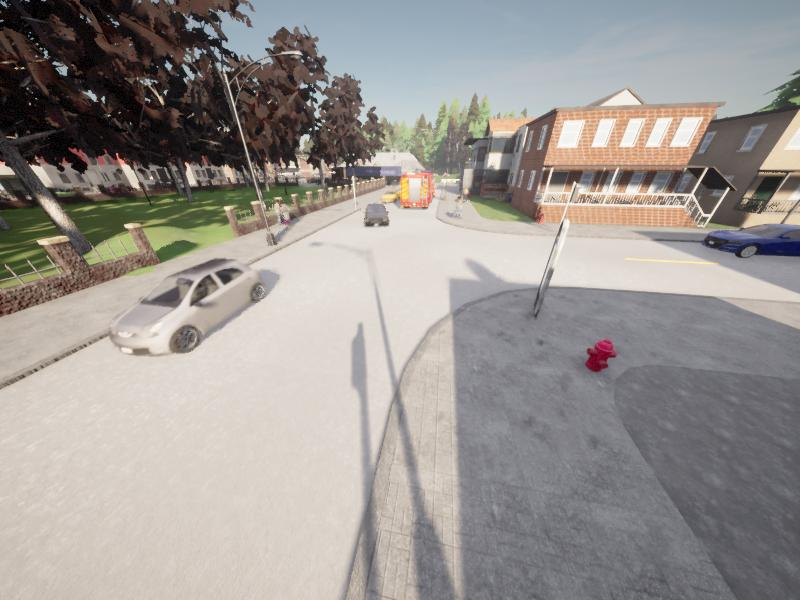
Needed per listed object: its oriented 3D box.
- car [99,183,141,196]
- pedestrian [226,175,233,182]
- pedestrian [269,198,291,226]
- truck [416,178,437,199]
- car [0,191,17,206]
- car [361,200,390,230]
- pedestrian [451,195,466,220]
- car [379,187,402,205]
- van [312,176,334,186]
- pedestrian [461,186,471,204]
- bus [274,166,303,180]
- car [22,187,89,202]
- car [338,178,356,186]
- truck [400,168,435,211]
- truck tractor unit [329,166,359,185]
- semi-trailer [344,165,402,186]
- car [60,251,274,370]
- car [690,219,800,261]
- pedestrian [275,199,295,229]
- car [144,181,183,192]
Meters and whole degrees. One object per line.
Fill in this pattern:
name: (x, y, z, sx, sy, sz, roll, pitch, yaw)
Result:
car: (-45.449, -17.993, 37.616, 1.789, 1.549, 3.705, 5, 30, 9)
pedestrian: (-48.966, -34.938, 66.403, 0.751, 1.860, 0.751, 10, 32, 17)
pedestrian: (-8.992, -6.605, 17.328, 0.751, 1.860, 0.751, 5, 30, 8)
truck: (4.071, -16.875, 34.767, 2.627, 2.467, 5.204, 5, 30, 9)
car: (-47.776, -11.353, 26.194, 1.970, 1.475, 3.806, 5, 30, 9)
car: (-2.016, -7.128, 18.959, 2.033, 1.411, 5.357, -3, 30, -5)
pedestrian: (4.849, -7.661, 19.140, 0.751, 1.860, 0.751, 15, 33, 24)
car: (-1.069, -13.394, 29.622, 1.801, 1.575, 5.366, 5, 30, 9)
van: (-19.021, -29.661, 57.340, 4.480, 2.038, 2.069, 5, 30, 9)
pedestrian: (7.863, -12.500, 27.523, 0.751, 1.860, 0.751, 2, 30, 3)
bus: (-39.940, -45.976, 83.392, 3.944, 4.253, 10.273, 5, 30, 9)
car: (-46.697, -14.440, 31.490, 2.007, 1.525, 4.514, 5, 30, 9)
car: (-12.908, -28.897, 56.527, 3.633, 1.501, 1.845, 5, 30, 9)
truck: (2.258, -13.068, 26.816, 2.891, 3.827, 8.468, 6, 30, 10)
truck tractor unit: (-14.282, -32.228, 59.613, 6.516, 4.208, 3.053, 5, 30, 8)
semi-trailer: (-6.736, -31.164, 57.565, 14.254, 4.402, 2.717, 10, 31, 17)
car: (-5.778, -0.039, 6.543, 1.845, 1.501, 3.633, 5, 30, 9)
car: (19.056, -3.073, 11.791, 5.008, 1.535, 1.882, 5, 30, 9)
pedestrian: (-8.229, -6.188, 16.607, 0.751, 1.860, 0.751, -4, 30, -7)
car: (-44.278, -21.282, 43.373, 1.837, 1.490, 4.892, 5, 30, 8)
